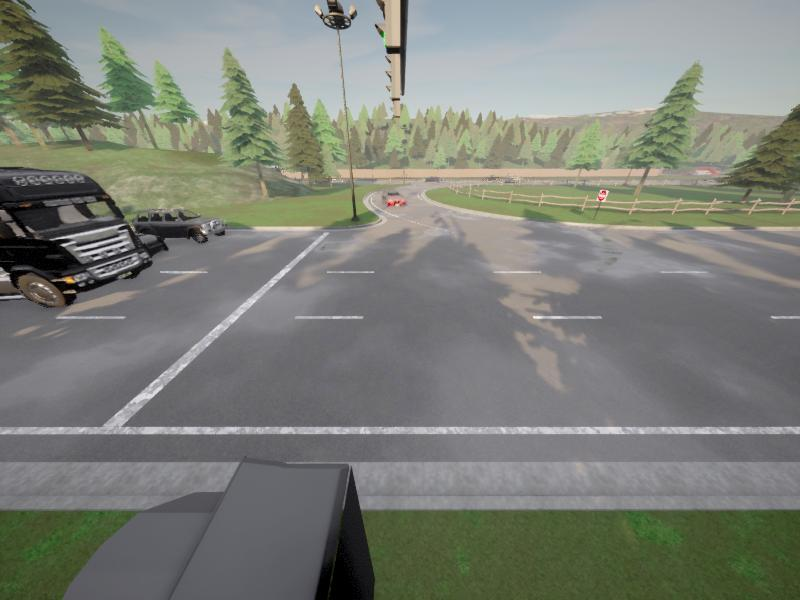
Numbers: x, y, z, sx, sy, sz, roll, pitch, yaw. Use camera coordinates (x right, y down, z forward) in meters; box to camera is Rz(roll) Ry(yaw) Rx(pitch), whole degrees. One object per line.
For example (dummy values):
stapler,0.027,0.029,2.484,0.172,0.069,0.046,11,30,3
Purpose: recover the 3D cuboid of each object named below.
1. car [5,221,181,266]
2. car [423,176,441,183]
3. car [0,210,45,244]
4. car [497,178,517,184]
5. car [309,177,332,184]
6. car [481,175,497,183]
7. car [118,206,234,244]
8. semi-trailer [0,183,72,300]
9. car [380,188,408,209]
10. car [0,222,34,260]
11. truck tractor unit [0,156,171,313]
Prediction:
car,-14.443,-2.797,11.209,5.238,1.638,1.930,0,30,0
car,8.671,-33.338,63.870,4.605,1.855,1.932,0,30,0
car,-26.298,-4.538,14.237,4.856,1.649,2.033,0,30,0
car,28.108,-31.412,61.022,4.181,1.385,1.994,0,30,0
car,-20.904,-31.431,60.805,5.238,1.638,1.930,0,30,0
car,25.726,-35.116,66.958,3.866,1.878,1.905,0,30,0
car,-13.454,-4.649,14.181,4.605,1.855,1.932,0,30,0
semi-trailer,-21.000,-2.256,7.495,14.254,4.402,2.717,0,30,0
car,-0.820,-11.926,26.992,2.242,1.667,4.611,-7,31,-12
car,-22.277,-2.741,11.233,4.974,1.542,2.038,-1,30,0
truck tractor unit,-13.088,-2.167,7.538,6.516,4.208,3.053,0,30,0
